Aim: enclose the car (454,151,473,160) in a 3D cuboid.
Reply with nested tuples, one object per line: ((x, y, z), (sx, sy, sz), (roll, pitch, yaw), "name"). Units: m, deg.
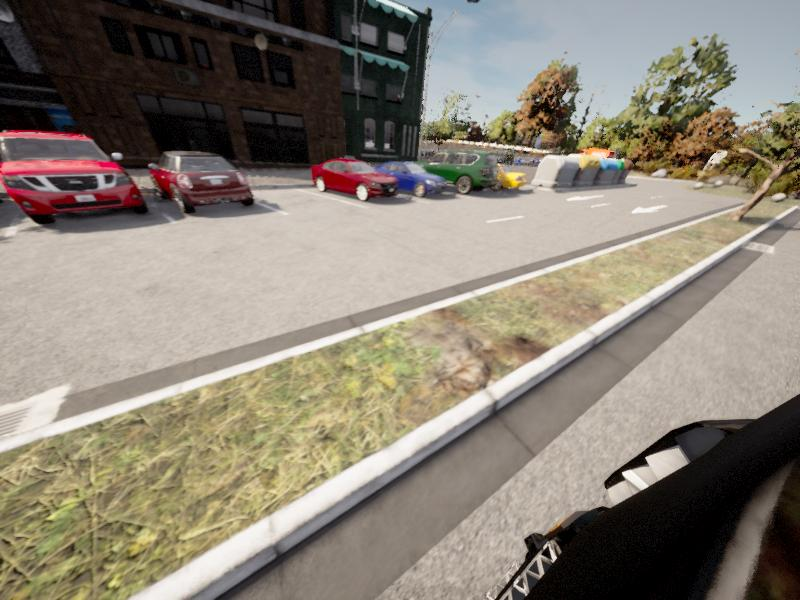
((15.782, -35.549, 56.981), (2.231, 1.521, 4.892), (28, 39, 31), "car")

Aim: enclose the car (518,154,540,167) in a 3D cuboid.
((24.683, -26.526, 44.010), (2.185, 1.767, 4.553), (28, 39, 31), "car")

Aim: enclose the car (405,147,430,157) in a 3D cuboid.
((3.524, -29.343, 45.869), (2.097, 1.535, 5.008), (28, 40, 32), "car")

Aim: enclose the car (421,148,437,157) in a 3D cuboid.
((8.412, -43.259, 67.663), (2.185, 1.767, 4.553), (28, 39, 31), "car")

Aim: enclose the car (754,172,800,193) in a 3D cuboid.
((42.808, -12.738, 25.179), (1.851, 1.617, 3.988), (-2, 34, -10), "car")

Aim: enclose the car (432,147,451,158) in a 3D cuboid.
((11.412, -40.339, 63.327), (2.435, 2.045, 5.566), (28, 39, 31), "car")

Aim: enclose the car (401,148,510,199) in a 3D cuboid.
((2.978, -7.637, 13.637), (5.566, 2.045, 2.435), (26, 40, 32), "car")

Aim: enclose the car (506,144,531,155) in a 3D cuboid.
((26.548, -33.941, 52.041), (2.007, 1.525, 4.514), (-14, 41, -26), "car")

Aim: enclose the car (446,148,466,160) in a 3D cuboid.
((14.319, -37.272, 58.980), (2.435, 2.045, 5.566), (28, 39, 31), "car")

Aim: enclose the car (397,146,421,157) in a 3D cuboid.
((1.960, -30.765, 47.856), (1.946, 1.575, 5.366), (28, 40, 31), "car")

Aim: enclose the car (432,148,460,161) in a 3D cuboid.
((7.964, -24.949, 39.670), (1.946, 1.575, 5.366), (27, 40, 32), "car")

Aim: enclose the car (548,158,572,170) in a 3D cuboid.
((27.605, -23.365, 39.754), (2.231, 1.521, 4.892), (28, 39, 31), "car")

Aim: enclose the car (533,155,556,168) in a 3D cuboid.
((26.113, -24.983, 41.817), (2.185, 1.767, 4.553), (28, 39, 31), "car")

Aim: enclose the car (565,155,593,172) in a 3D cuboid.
((29.105, -22.066, 37.484), (2.435, 2.045, 5.566), (28, 39, 31), "car")

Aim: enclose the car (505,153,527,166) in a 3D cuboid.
((23.200, -28.050, 46.164), (2.185, 1.767, 4.553), (28, 39, 31), "car")

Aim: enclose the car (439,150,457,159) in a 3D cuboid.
((12.730, -38.528, 61.161), (1.946, 1.575, 5.366), (28, 39, 31), "car")

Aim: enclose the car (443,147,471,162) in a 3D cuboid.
((9.278, -23.475, 37.351), (2.185, 1.767, 4.553), (27, 40, 32), "car")

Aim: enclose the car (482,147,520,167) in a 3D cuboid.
((13.628, -19.105, 30.953), (2.435, 2.045, 5.566), (28, 40, 31), "car")

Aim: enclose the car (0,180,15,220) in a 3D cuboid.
((-12.649, -2.922, 5.927), (4.792, 1.488, 2.163), (26, 40, 32), "car")

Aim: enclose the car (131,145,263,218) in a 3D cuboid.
((-7.440, -4.532, 8.451), (4.553, 1.767, 2.185), (26, 40, 32), "car")

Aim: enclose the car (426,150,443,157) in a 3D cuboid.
((9.874, -41.604, 65.591), (2.163, 1.488, 4.792), (28, 39, 31), "car")

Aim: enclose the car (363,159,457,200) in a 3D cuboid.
((0.377, -6.638, 12.485), (4.674, 1.452, 2.002), (26, 40, 32), "car")

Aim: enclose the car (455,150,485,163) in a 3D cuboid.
((10.733, -21.888, 35.328), (2.231, 1.521, 4.892), (27, 40, 32), "car")

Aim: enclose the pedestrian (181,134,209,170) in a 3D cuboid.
((-12.912, -9.317, 14.623), (0.751, 1.860, 0.751), (-17, 39, -30), "pedestrian")

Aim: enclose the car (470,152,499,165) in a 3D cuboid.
((12.179, -20.367, 33.244), (2.002, 1.452, 4.674), (28, 40, 31), "car")

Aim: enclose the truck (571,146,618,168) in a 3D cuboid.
((34.263, -25.346, 40.941), (2.627, 2.467, 5.204), (-14, 41, -26), "truck")

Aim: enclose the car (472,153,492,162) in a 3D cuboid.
((18.727, -32.466, 52.667), (2.163, 1.488, 4.792), (28, 39, 31), "car")

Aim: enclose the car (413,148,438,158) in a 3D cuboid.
((4.946, -27.817, 43.760), (2.163, 1.488, 4.792), (28, 40, 31), "car")

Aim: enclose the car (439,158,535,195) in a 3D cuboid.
((5.474, -8.247, 15.163), (5.366, 1.575, 1.946), (26, 40, 32), "car")

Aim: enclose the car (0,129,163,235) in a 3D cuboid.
((-10.035, -3.902, 7.085), (5.566, 2.045, 2.435), (26, 40, 31), "car")

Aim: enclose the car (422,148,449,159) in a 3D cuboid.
((6.407, -26.360, 41.652), (2.231, 1.521, 4.892), (27, 40, 32), "car")

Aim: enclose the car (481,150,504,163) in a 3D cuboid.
((20.228, -31.178, 50.363), (2.435, 2.045, 5.566), (28, 39, 31), "car")

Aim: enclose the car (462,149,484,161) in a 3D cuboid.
((17.315, -34.247, 54.711), (2.435, 2.045, 5.566), (28, 39, 31), "car")

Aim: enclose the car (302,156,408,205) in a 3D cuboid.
((-2.246, -5.927, 11.156), (5.008, 1.535, 2.097), (26, 40, 32), "car")
